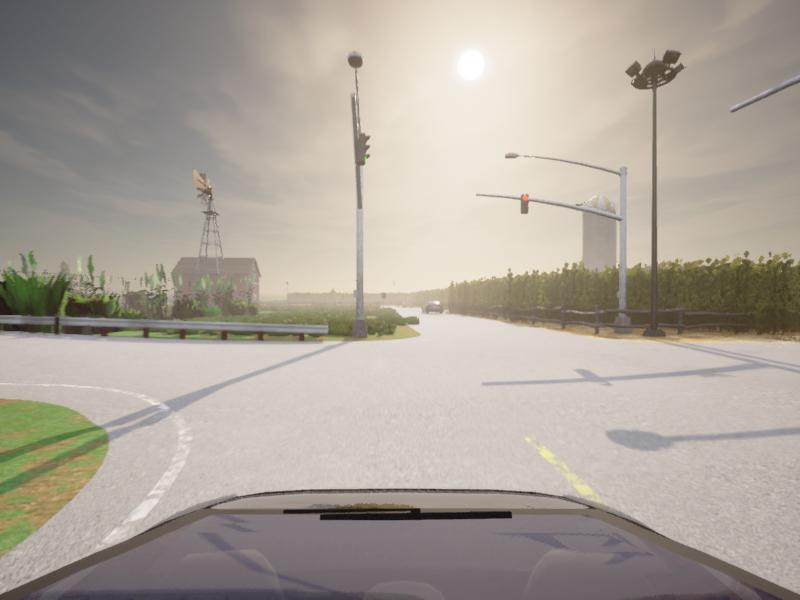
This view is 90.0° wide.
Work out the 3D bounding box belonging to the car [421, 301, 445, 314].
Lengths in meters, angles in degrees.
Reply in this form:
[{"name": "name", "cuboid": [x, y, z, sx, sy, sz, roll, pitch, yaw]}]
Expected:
[{"name": "car", "cuboid": [3.881, 0.872, 48.070, 2.163, 1.488, 4.792, 0, 0, -4]}]
